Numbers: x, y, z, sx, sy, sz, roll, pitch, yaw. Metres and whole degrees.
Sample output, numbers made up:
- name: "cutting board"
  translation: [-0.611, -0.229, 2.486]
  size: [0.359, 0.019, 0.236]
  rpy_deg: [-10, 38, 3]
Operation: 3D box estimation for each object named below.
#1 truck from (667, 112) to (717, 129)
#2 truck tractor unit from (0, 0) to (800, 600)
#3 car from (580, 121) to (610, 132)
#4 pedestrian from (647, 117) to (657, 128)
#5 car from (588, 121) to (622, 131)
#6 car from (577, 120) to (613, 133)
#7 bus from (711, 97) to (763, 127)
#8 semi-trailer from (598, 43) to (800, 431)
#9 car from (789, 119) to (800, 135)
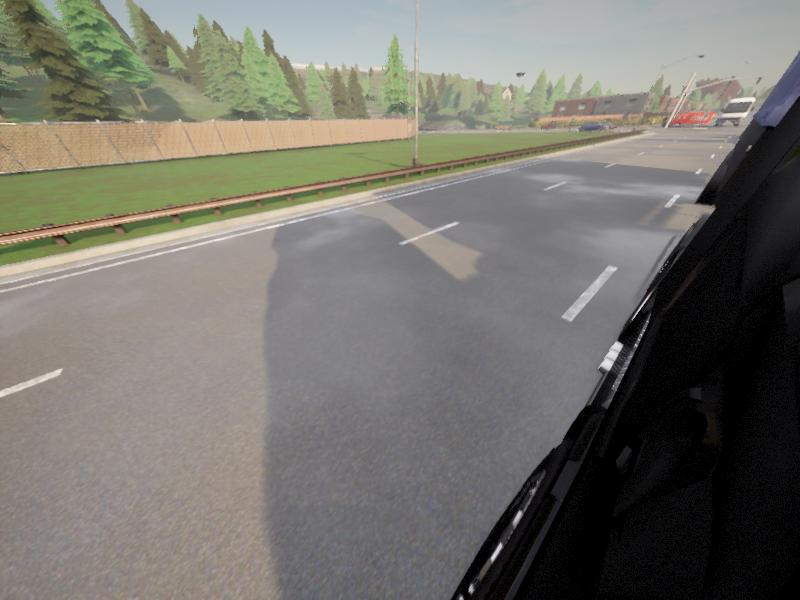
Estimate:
- name: "truck"
  translation: [56.232, -34.693, 44.636]
  size: [2.627, 2.467, 5.204]
  rpy_deg: [-28, 45, -30]
- name: "truck tractor unit"
  translation: [2.645, -0.295, 0.351]
  size: [6.516, 4.208, 3.053]
  rpy_deg: [-28, 44, -30]
- name: "car"
  translation: [39.530, -35.233, 46.968]
  size: [1.851, 1.617, 3.988]
  rpy_deg: [-28, 44, -30]
- name: "pedestrian"
  translation: [56.826, -40.043, 52.163]
  size: [0.751, 1.860, 0.751]
  rpy_deg: [25, 45, 31]
- name: "car"
  translation: [42.734, -36.241, 48.237]
  size: [2.163, 1.488, 4.792]
  rpy_deg: [-28, 44, -30]
- name: "car"
  translation: [37.517, -33.407, 44.493]
  size: [2.097, 1.767, 4.553]
  rpy_deg: [-27, 44, -29]
- name: "bus"
  translation: [66.323, -36.938, 45.565]
  size: [10.273, 4.253, 3.944]
  rpy_deg: [-28, 44, -30]
- name: "semi-trailer"
  translation: [8.692, -3.598, 4.249]
  size: [14.254, 4.402, 2.717]
  rpy_deg: [-28, 44, -30]
- name: "car"
  translation: [45.179, -19.112, 25.328]
  size: [3.806, 1.475, 1.970]
  rpy_deg: [-28, 44, -30]
